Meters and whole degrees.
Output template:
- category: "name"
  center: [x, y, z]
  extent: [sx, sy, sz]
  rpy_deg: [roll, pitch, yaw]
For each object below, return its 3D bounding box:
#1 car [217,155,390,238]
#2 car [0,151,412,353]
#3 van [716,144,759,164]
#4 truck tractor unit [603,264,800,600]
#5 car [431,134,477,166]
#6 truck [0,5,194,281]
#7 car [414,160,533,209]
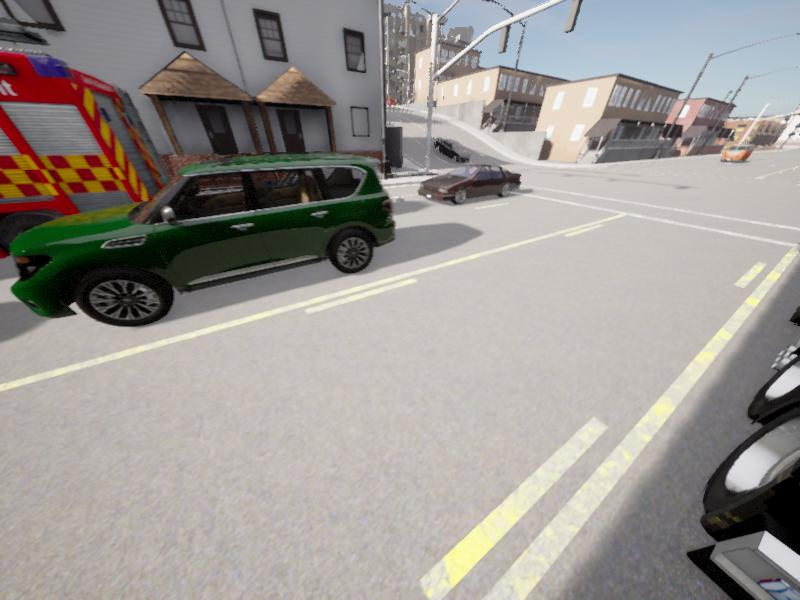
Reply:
- category: "car"
  center: [-2.866, -3.634, 7.634]
  extent: [4.553, 1.767, 2.097]
  rpy_deg: [-18, 39, -24]
- category: "car"
  center: [-2.744, -1.471, 4.304]
  extent: [5.566, 2.045, 2.150]
  rpy_deg: [-18, 39, -24]
- category: "van"
  center: [42.774, -18.555, 29.284]
  extent: [4.442, 1.987, 1.775]
  rpy_deg: [-18, 39, -24]
- category: "truck tractor unit"
  center: [5.110, -0.301, 0.789]
  extent: [6.516, 4.208, 3.053]
  rpy_deg: [-18, 39, -24]
- category: "car"
  center: [5.790, -16.505, 25.308]
  extent: [1.882, 1.535, 5.008]
  rpy_deg: [-19, 55, -25]
- category: "truck"
  center: [-9.745, -2.232, 3.785]
  extent: [8.468, 3.827, 2.891]
  rpy_deg: [-18, 39, -24]
- category: "car"
  center: [3.469, -5.547, 10.789]
  extent: [5.357, 1.411, 2.033]
  rpy_deg: [-20, 40, -26]
